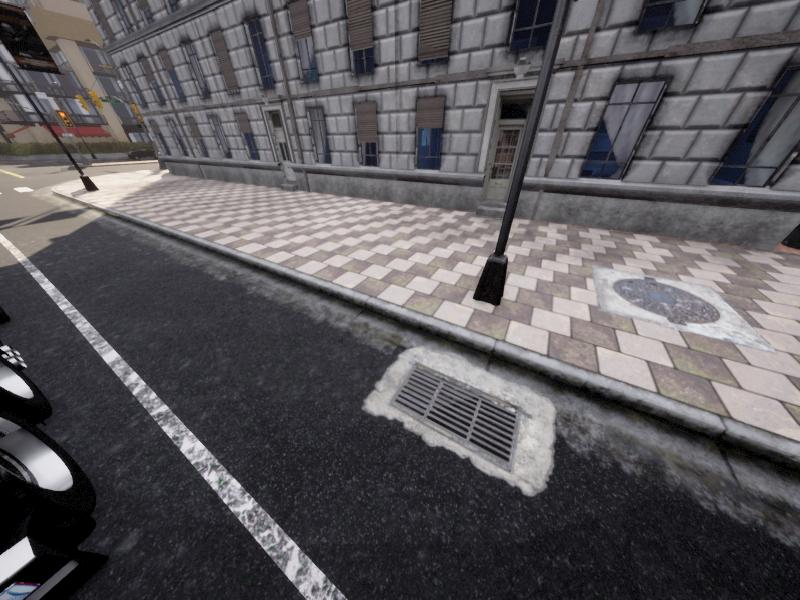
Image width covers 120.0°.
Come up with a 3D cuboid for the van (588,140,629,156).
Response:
[{"bbox_3d":[33.369,-24.485,37.161,4.442,1.987,1.775,22,41,29],"label":"van"}]

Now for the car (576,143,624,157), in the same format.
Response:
[{"bbox_3d":[30.289,-22.898,35.208,5.238,1.638,1.930,22,40,29],"label":"car"}]

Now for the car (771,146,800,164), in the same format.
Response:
[{"bbox_3d":[42.164,-14.464,23.125,2.128,1.511,4.902,-16,38,-22],"label":"car"}]

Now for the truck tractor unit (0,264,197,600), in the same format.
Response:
[{"bbox_3d":[-5.111,-0.300,0.778,6.516,4.208,3.053,18,39,24],"label":"truck tractor unit"}]
